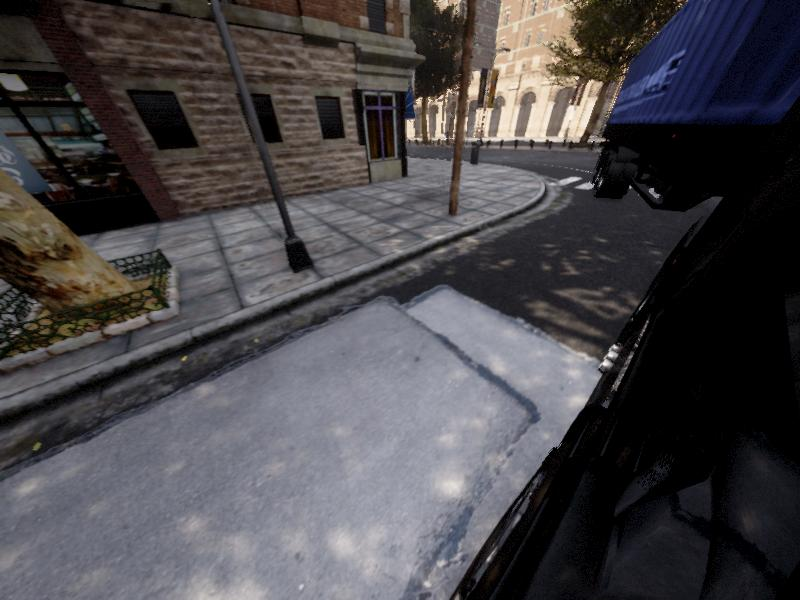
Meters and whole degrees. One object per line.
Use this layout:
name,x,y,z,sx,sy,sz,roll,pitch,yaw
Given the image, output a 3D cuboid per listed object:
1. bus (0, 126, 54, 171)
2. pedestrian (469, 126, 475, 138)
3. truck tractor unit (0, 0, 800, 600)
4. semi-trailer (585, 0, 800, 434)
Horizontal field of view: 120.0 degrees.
bus,-50.479,-19.193,29.174,3.944,4.253,10.273,-26,43,-29
pedestrian,14.633,-34.151,46.997,0.751,1.860,0.751,-26,43,-29
truck tractor unit,2.645,-0.295,0.351,6.516,4.208,3.053,-28,44,-30
semi-trailer,7.156,-4.326,5.332,2.717,4.402,14.254,18,41,25
